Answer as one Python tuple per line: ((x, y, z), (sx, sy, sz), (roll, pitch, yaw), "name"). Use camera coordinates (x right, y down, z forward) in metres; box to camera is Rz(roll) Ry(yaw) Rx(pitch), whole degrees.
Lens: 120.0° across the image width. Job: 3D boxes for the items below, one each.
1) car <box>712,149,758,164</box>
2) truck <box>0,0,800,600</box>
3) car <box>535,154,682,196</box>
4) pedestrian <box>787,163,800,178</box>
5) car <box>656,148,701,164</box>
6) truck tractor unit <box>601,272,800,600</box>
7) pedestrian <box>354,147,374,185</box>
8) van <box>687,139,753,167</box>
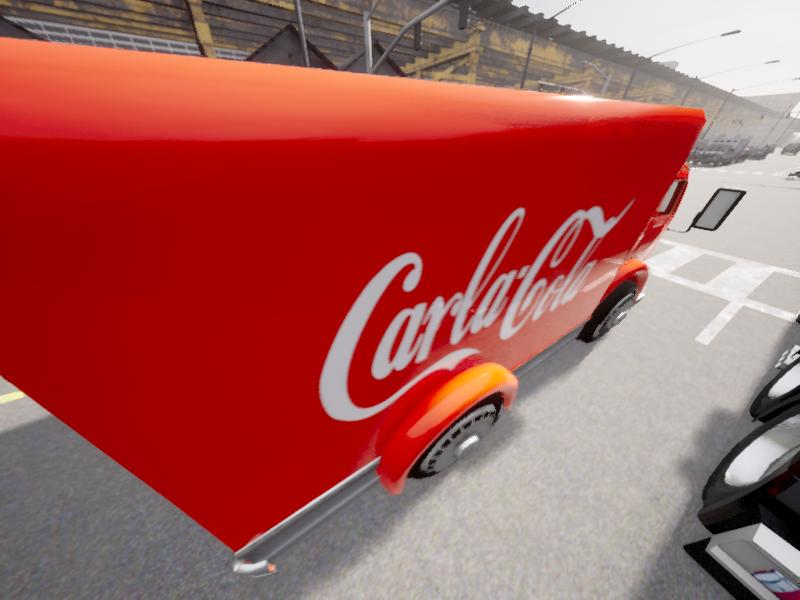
((42.145, -18.106, 29.025), (5.357, 1.411, 2.033), (-18, 39, -24), "car")
((0.888, -0.542, 2.619), (5.204, 2.467, 2.627), (-18, 39, -24), "truck")
((10.190, -6.362, 11.736), (5.238, 1.638, 1.930), (0, 35, 0), "car")
((29.613, -9.867, 16.685), (0.751, 1.860, 0.751), (-15, 38, -20), "pedestrian")
((34.812, -18.038, 28.864), (5.357, 1.411, 2.033), (-18, 39, -24), "car")
((5.126, -0.286, 0.764), (6.516, 4.208, 3.053), (-18, 39, -24), "truck tractor unit")
((-2.082, -7.879, 13.563), (0.751, 1.860, 0.751), (-23, 41, -29), "pedestrian")
((35.254, -16.292, 25.469), (6.366, 2.431, 2.351), (-18, 39, -24), "van")
